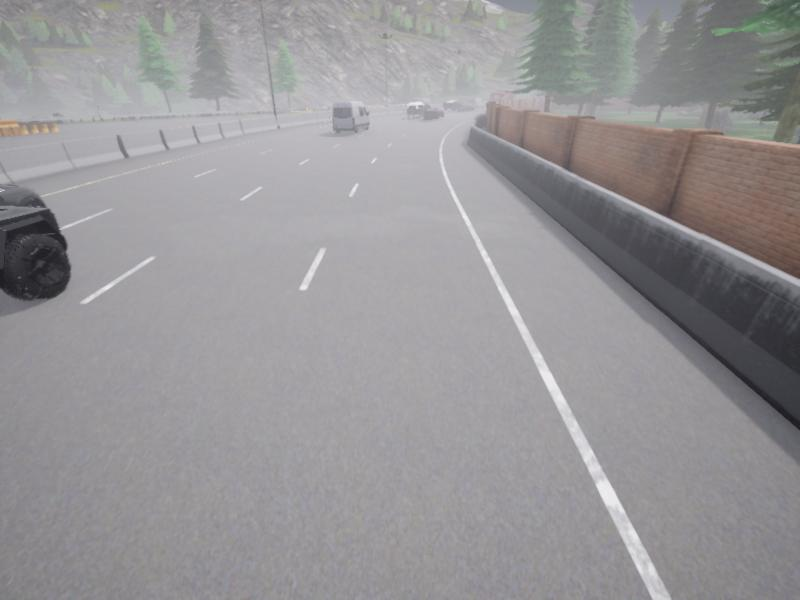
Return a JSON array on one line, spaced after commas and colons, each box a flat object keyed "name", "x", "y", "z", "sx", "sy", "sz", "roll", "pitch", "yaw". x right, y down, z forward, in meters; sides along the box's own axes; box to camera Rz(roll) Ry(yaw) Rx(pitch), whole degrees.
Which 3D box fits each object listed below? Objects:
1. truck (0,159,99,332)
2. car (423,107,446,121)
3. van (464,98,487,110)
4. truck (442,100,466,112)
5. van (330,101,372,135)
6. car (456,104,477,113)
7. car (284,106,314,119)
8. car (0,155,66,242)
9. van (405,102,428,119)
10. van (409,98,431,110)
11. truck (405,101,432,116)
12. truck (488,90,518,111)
[{"name": "truck", "x": -6.973, "y": -0.008, "z": 4.399, "sx": 2.390, "sy": 2.098, "sz": 6.274, "roll": 0, "pitch": 27, "yaw": 0}, {"name": "car", "x": 4.758, "y": -25.692, "z": 55.086, "sx": 1.882, "sy": 1.535, "sz": 5.008, "roll": 9, "pitch": 28, "yaw": 17}, {"name": "van", "x": 16.979, "y": -44.134, "z": 90.029, "sx": 2.351, "sy": 2.431, "sz": 6.366, "roll": 17, "pitch": 32, "yaw": 31}, {"name": "truck", "x": 11.100, "y": -39.762, "z": 81.893, "sx": 2.390, "sy": 2.098, "sz": 6.274, "roll": 15, "pitch": 31, "yaw": 28}, {"name": "van", "x": -4.330, "y": -16.712, "z": 36.509, "sx": 1.988, "sy": 2.561, "sz": 5.915, "roll": 4, "pitch": 27, "yaw": 10}, {"name": "car", "x": 13.145, "y": -37.905, "z": 78.981, "sx": 2.128, "sy": 1.511, "sz": 4.902, "roll": 15, "pitch": 31, "yaw": 28}, {"name": "car", "x": -15.263, "y": -28.563, "z": 60.798, "sx": 1.801, "sy": 1.575, "sz": 5.366, "roll": 9, "pitch": 28, "yaw": 17}, {"name": "car", "x": -10.445, "y": -1.975, "z": 8.733, "sx": 2.242, "sy": 1.667, "sz": 4.611, "roll": 0, "pitch": 27, "yaw": 1}, {"name": "van", "x": 2.439, "y": -27.681, "z": 58.428, "sx": 2.069, "sy": 2.038, "sz": 4.480, "roll": 9, "pitch": 28, "yaw": 18}, {"name": "van", "x": 4.912, "y": -47.368, "z": 96.411, "sx": 2.351, "sy": 2.431, "sz": 6.366, "roll": 16, "pitch": 31, "yaw": 29}, {"name": "truck", "x": 3.214, "y": -32.812, "z": 68.372, "sx": 2.390, "sy": 2.098, "sz": 6.274, "roll": 12, "pitch": 29, "yaw": 22}, {"name": "truck", "x": 22.076, "y": -42.500, "z": 85.281, "sx": 2.891, "sy": 3.827, "sz": 8.468, "roll": 17, "pitch": 32, "yaw": 31}]
